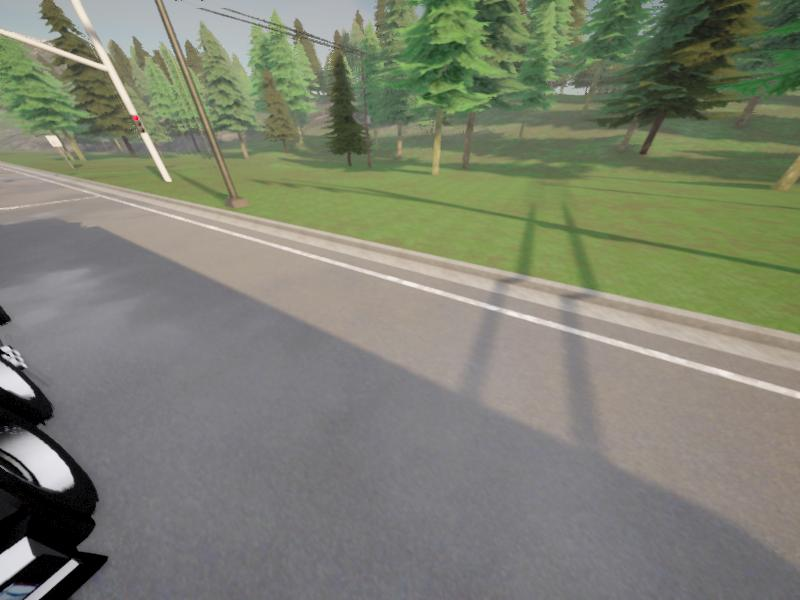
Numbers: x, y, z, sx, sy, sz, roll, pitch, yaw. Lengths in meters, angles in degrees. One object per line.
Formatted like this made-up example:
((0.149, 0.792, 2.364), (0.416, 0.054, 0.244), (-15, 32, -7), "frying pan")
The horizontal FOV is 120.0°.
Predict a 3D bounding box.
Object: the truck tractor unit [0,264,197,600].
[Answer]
((-5.115, -0.296, 0.783), (6.516, 4.208, 3.053), (18, 39, 24), "truck tractor unit")
